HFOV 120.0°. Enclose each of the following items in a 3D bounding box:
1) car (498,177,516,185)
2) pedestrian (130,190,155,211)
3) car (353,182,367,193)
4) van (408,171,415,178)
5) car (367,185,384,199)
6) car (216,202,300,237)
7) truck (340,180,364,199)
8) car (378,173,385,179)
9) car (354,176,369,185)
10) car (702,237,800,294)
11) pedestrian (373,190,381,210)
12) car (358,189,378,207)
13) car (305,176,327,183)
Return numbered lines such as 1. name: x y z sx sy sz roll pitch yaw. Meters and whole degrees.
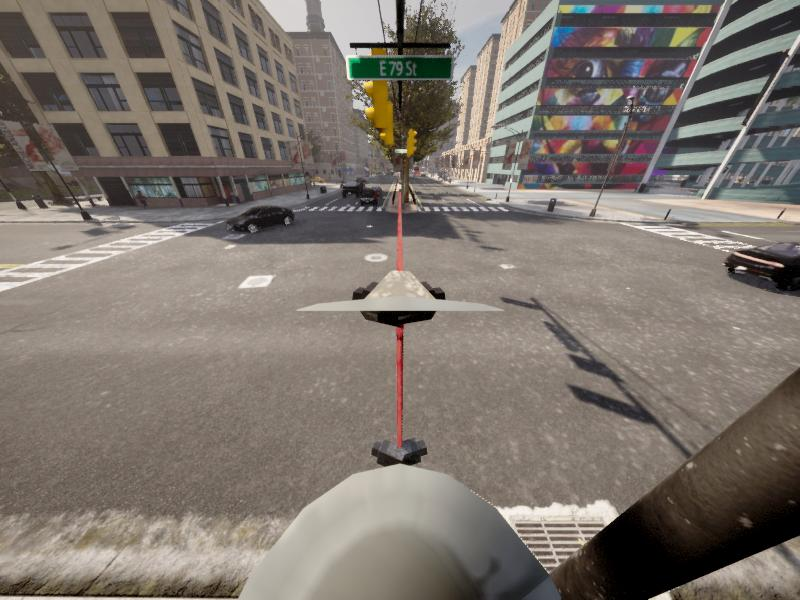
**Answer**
1. car: 27.196 -30.383 58.961 2.161 1.482 4.786 0 30 0
2. pedestrian: -25.613 -9.947 23.021 0.751 1.860 0.751 -1 30 -2
3. car: -7.179 -20.258 41.563 1.845 1.501 3.633 0 30 0
4. van: 4.490 -50.504 93.045 2.351 2.431 6.366 0 30 0
5. car: -3.699 -16.589 35.344 2.033 1.411 5.357 0 30 0
6. car: -10.148 -6.107 17.090 1.837 1.490 4.892 14 33 23
7. truck: -7.183 -17.091 35.510 2.390 2.098 6.274 0 30 0
8. car: -7.032 -46.522 86.797 2.097 1.767 4.553 0 30 0
9. car: -9.892 -30.887 59.633 1.905 1.878 3.866 -21 36 -32
10. car: 15.786 -1.352 8.836 4.902 1.511 2.128 2 30 3
11. pedestrian: -2.454 -10.585 24.431 0.751 1.860 0.751 -3 30 -5
12. car: -3.718 -12.396 27.869 1.851 1.617 3.988 0 30 0
13. car: -23.827 -34.247 65.742 5.366 1.575 1.801 -1 30 -2
